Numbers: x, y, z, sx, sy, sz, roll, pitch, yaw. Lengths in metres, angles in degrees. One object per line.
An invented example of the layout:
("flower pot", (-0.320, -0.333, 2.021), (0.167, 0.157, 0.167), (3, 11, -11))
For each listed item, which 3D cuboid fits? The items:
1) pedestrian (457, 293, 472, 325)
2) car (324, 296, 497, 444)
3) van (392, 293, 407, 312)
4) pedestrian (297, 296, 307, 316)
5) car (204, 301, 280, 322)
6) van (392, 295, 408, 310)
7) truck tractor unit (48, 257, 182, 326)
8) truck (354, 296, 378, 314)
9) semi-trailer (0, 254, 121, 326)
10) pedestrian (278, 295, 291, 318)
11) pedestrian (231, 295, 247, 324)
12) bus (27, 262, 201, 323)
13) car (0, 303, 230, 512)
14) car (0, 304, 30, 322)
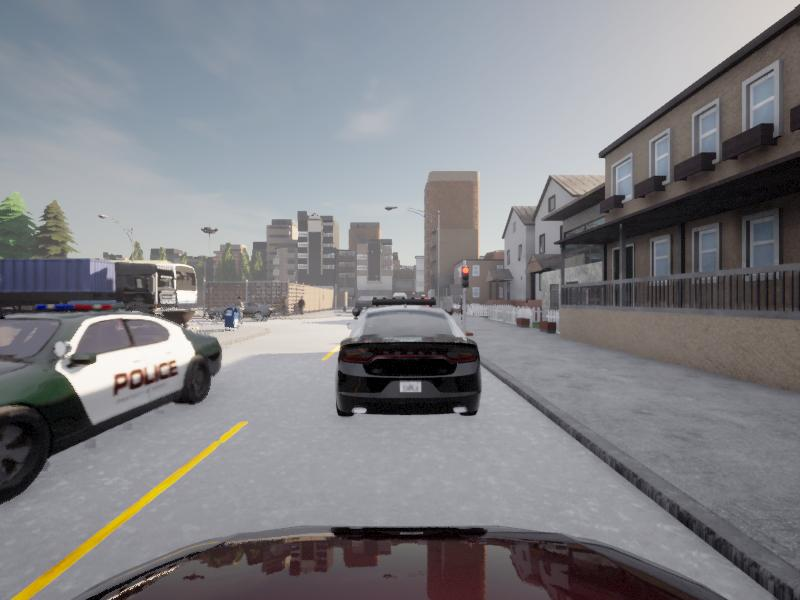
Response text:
("pedestrian", (3.768, 0.533, 23.383), (0.751, 1.860, 0.751), (0, 0, 0))
("car", (0.062, 0.771, 7.066), (1.930, 1.638, 5.238), (0, 0, -1))
("van", (-0.076, 0.322, 57.479), (1.988, 2.561, 5.915), (0, 0, -1))
("pedestrian", (-9.328, 0.534, 38.093), (0.751, 1.860, 0.751), (0, 0, -2))
("car", (-11.787, 0.836, 30.087), (4.902, 1.511, 2.128), (0, 0, -4))
("van", (-0.048, 0.378, 65.604), (2.351, 2.431, 6.366), (0, 0, -1))
("truck tractor unit", (-18.279, -0.513, 26.009), (6.516, 4.208, 3.053), (0, 0, -1))
("truck", (-4.111, 0.542, 49.206), (2.390, 2.098, 6.274), (0, 0, 0))
("semi-trailer", (-26.192, -0.617, 25.915), (14.254, 4.402, 2.717), (0, 0, -1))
("pedestrian", (-9.774, 0.534, 33.864), (0.751, 1.860, 0.751), (0, 0, 18))
("pedestrian", (-10.587, 0.637, 26.376), (0.751, 1.860, 0.751), (0, 0, -45))
("bus", (-20.892, -0.534, 29.798), (10.273, 4.253, 3.944), (0, 0, 1))
("car", (-4.035, 0.827, 4.631), (2.038, 1.542, 4.974), (0, 0, 0))
("car", (-30.838, 0.944, 29.883), (4.718, 1.301, 1.895), (0, 0, 1))
